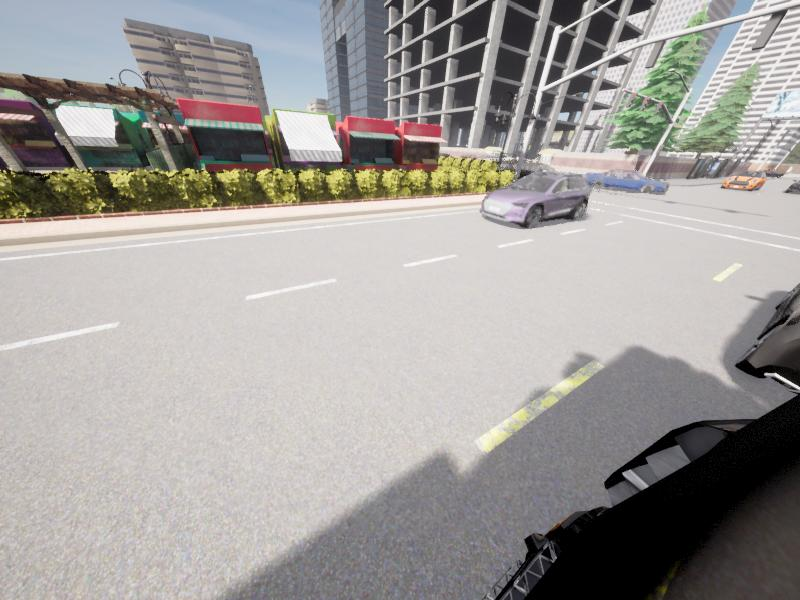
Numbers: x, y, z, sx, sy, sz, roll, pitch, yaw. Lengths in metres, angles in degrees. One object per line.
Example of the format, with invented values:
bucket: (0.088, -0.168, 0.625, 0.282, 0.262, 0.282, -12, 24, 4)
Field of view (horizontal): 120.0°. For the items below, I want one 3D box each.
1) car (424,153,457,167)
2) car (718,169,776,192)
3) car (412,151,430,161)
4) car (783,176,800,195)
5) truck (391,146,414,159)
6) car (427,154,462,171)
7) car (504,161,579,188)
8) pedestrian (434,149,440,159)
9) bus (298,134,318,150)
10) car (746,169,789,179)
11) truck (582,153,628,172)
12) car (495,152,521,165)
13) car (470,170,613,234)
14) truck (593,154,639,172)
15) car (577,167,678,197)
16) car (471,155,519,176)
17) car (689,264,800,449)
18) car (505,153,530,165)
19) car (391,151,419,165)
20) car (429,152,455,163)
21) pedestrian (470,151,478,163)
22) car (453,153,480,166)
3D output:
car: (5.788, -20.565, 33.891, 2.038, 1.542, 4.974, -16, 38, -26)
car: (35.165, -12.203, 23.431, 4.553, 1.767, 2.097, -15, 38, -25)
car: (4.335, -29.869, 47.773, 1.789, 1.549, 3.705, -16, 38, -26)
car: (39.912, -11.161, 22.500, 4.892, 1.490, 1.837, -15, 38, -25)
truck: (0.515, -33.956, 53.141, 2.390, 2.098, 6.274, -16, 38, -26)
car: (5.394, -17.026, 28.581, 1.816, 1.474, 4.193, -16, 38, -26)
car: (11.595, -10.595, 19.367, 2.163, 1.488, 4.792, -12, 36, -22)
pedestrian: (8.222, -32.611, 51.612, 0.751, 1.860, 0.751, -15, 37, -25)
bus: (-33.026, -56.788, 82.983, 3.944, 4.253, 10.273, -16, 38, -26)
car: (79.563, -27.344, 50.116, 1.895, 1.301, 4.718, -3, 34, -8)
truck: (37.047, -25.036, 42.007, 2.615, 2.467, 5.204, -15, 38, -25)
car: (21.126, -27.829, 45.452, 1.905, 1.878, 3.866, -15, 38, -25)
car: (5.360, -3.939, 8.824, 4.856, 1.649, 2.033, -16, 38, -26)
truck: (40.803, -26.069, 43.854, 2.615, 2.467, 5.204, -15, 38, -25)
car: (17.578, -9.391, 18.142, 2.033, 1.411, 5.357, -25, 43, -35)
car: (10.793, -15.582, 26.645, 2.242, 1.667, 4.611, -16, 38, -26)
car: (6.040, 0.331, 2.551, 4.902, 1.511, 2.128, -15, 38, -25)
car: (23.688, -28.534, 46.713, 1.905, 1.878, 3.866, -15, 38, -25)
car: (0.710, -21.775, 35.314, 1.882, 1.535, 5.008, -16, 38, -26)
car: (7.669, -26.493, 42.960, 1.882, 1.535, 5.008, -16, 38, -26)
pedestrian: (13.941, -26.790, 43.282, 0.751, 1.860, 0.751, -15, 38, -25)
car: (10.934, -23.239, 38.248, 1.851, 1.617, 3.988, -16, 38, -26)
